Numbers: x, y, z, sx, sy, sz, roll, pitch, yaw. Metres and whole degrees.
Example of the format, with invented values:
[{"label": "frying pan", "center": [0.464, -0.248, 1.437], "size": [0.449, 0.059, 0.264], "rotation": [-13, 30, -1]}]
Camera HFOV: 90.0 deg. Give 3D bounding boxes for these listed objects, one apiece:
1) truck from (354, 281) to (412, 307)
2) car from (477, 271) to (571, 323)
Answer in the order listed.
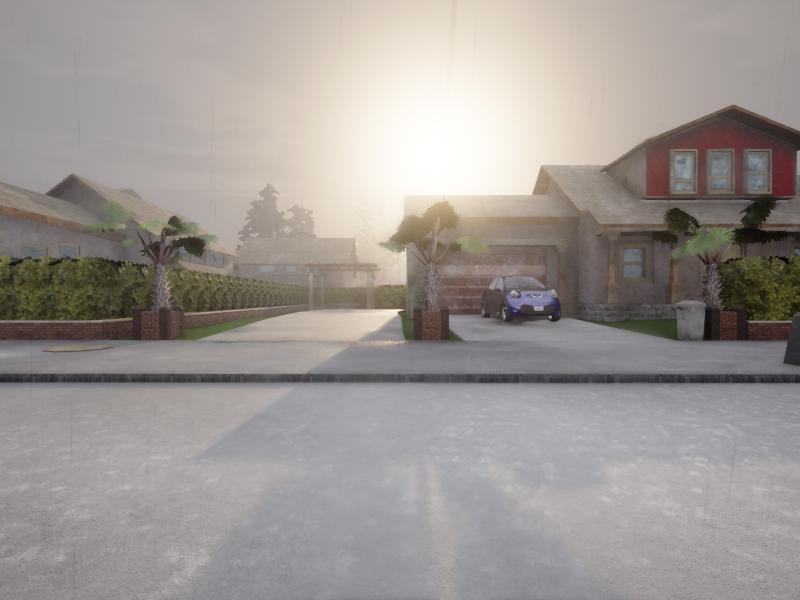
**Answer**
[{"label": "truck", "center": [-2.477, -0.921, 60.272], "size": [8.468, 3.827, 2.891], "rotation": [0, 0, 0]}, {"label": "car", "center": [3.891, -0.082, 13.247], "size": [1.845, 1.501, 3.633], "rotation": [0, 0, -3]}]
